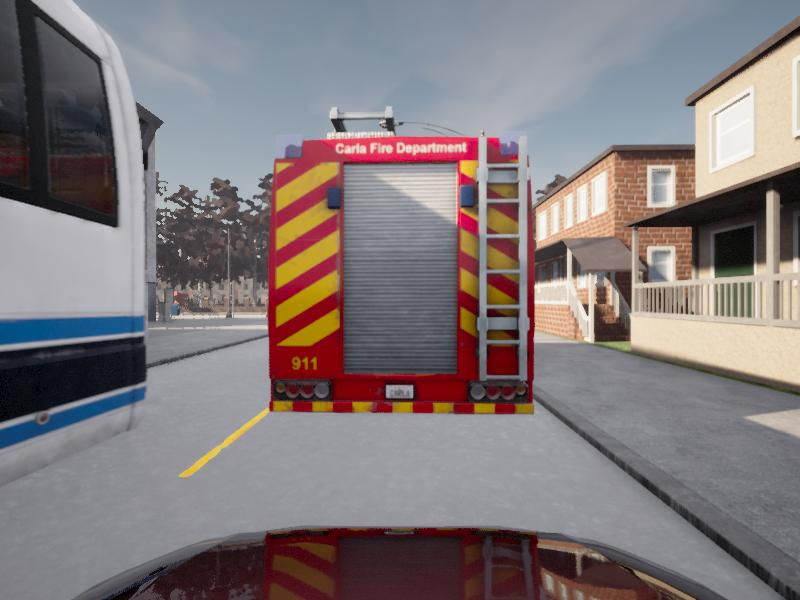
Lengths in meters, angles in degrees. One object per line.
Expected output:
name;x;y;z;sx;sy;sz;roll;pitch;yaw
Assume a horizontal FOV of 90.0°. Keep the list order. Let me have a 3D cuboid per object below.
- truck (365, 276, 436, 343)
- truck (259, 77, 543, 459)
truck;0.173;0.356;17.323;2.627;2.467;5.204;0;0;4
truck;0.146;-0.321;8.301;2.891;3.827;8.468;0;0;2
